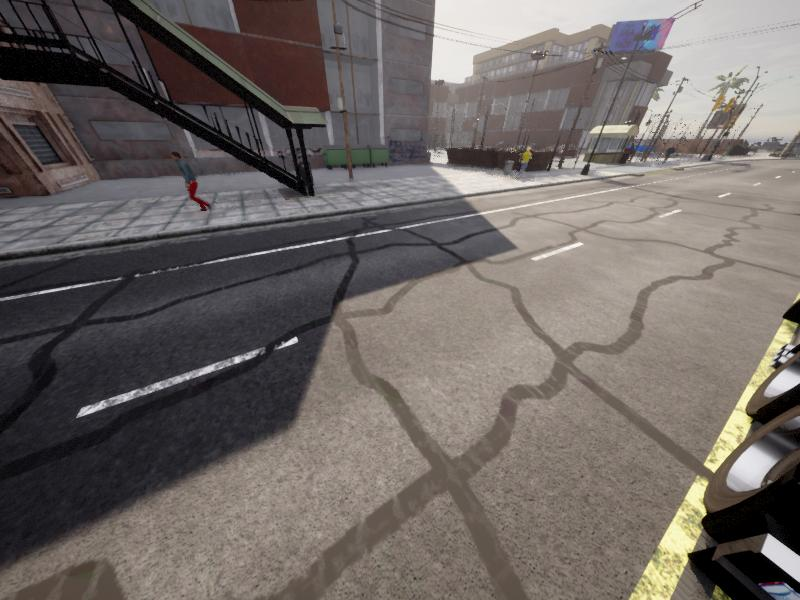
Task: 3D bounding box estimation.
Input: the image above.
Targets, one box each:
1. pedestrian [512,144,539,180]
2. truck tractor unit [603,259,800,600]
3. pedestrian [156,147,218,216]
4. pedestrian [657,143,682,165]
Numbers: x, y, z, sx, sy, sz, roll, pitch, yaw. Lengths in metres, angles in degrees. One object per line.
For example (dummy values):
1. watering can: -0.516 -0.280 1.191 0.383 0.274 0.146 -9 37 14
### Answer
1. pedestrian: 7.950 -8.766 14.688 0.751 1.860 0.751 -18 39 -25
2. truck tractor unit: 5.102 -0.310 0.793 6.516 4.208 3.053 -19 39 -25
3. pedestrian: -6.776 -3.830 7.493 0.751 1.860 0.751 -18 39 -25
4. pedestrian: 27.856 -15.084 23.906 0.751 1.860 0.751 -20 40 -26
